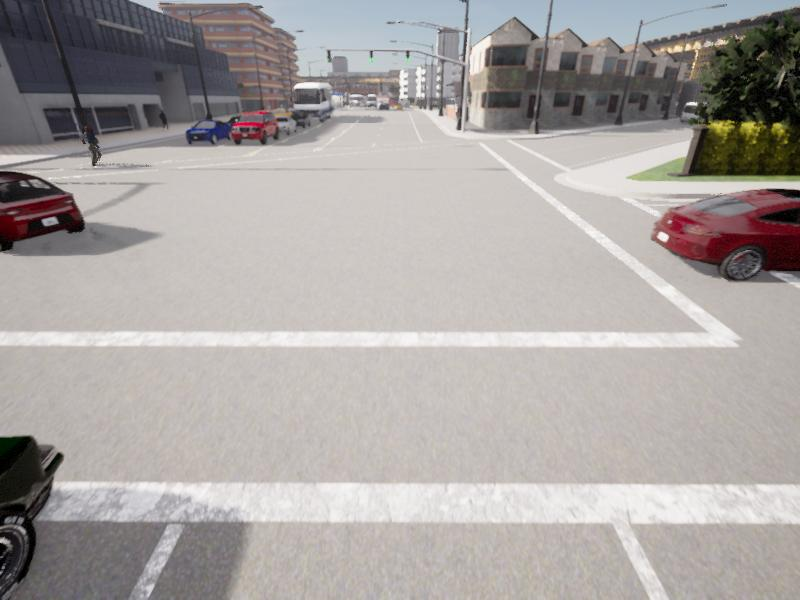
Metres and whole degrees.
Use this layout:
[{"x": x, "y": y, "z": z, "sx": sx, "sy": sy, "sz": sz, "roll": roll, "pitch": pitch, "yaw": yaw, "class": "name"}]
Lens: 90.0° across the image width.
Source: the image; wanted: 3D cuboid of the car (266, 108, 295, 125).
[{"x": -14.159, "y": -21.916, "z": 47.591, "sx": 1.882, "sy": 1.535, "sz": 5.008, "roll": 0, "pitch": 28, "yaw": 0, "class": "car"}]

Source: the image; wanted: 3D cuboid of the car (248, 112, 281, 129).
[{"x": -14.126, "y": -18.852, "z": 42.021, "sx": 1.994, "sy": 1.385, "sz": 4.181, "roll": 1, "pitch": 28, "yaw": 1, "class": "car"}]

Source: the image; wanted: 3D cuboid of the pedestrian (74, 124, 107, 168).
[{"x": -14.716, "y": -7.362, "z": 19.083, "sx": 0.751, "sy": 1.860, "sz": 0.751, "roll": -16, "pitch": 31, "yaw": -29, "class": "pedestrian"}]

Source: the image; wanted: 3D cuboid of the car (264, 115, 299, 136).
[{"x": -10.621, "y": -15.874, "z": 36.267, "sx": 1.812, "sy": 1.442, "sz": 4.674, "roll": 0, "pitch": 28, "yaw": 0, "class": "car"}]

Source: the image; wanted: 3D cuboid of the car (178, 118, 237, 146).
[{"x": -14.107, "y": -12.569, "z": 29.718, "sx": 1.882, "sy": 1.535, "sz": 5.008, "roll": 0, "pitch": 27, "yaw": 0, "class": "car"}]

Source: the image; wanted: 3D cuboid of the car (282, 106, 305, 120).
[{"x": -14.194, "y": -25.088, "z": 53.568, "sx": 1.812, "sy": 1.442, "sz": 4.674, "roll": 0, "pitch": 28, "yaw": 0, "class": "car"}]

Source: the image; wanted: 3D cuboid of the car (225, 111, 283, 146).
[{"x": -10.599, "y": -12.812, "z": 29.630, "sx": 2.150, "sy": 2.045, "sz": 5.566, "roll": 0, "pitch": 27, "yaw": 0, "class": "car"}]

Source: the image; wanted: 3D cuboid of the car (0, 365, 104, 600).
[{"x": -3.506, "y": 2.121, "z": 1.066, "sx": 1.895, "sy": 1.301, "sz": 4.718, "roll": 0, "pitch": 27, "yaw": 0, "class": "car"}]

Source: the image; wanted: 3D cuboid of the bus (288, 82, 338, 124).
[{"x": -10.550, "y": -24.792, "z": 50.058, "sx": 3.944, "sy": 4.253, "sz": 10.273, "roll": 0, "pitch": 29, "yaw": 0, "class": "bus"}]

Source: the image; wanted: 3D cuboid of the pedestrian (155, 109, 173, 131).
[{"x": -21.477, "y": -16.398, "z": 36.455, "sx": 0.751, "sy": 1.860, "sz": 0.751, "roll": 0, "pitch": 27, "yaw": 1, "class": "pedestrian"}]

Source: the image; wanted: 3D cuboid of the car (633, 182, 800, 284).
[{"x": 7.457, "y": -1.331, "z": 7.645, "sx": 4.674, "sy": 1.442, "sz": 1.812, "roll": 2, "pitch": 27, "yaw": 4, "class": "car"}]

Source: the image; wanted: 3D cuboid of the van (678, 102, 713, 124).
[{"x": 39.906, "y": -25.288, "z": 53.977, "sx": 5.915, "sy": 2.561, "sz": 1.988, "roll": -23, "pitch": 35, "yaw": -38, "class": "van"}]

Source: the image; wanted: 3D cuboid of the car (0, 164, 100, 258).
[{"x": -9.690, "y": -2.279, "z": 9.517, "sx": 4.193, "sy": 1.474, "sz": 1.816, "roll": 10, "pitch": 29, "yaw": 20, "class": "car"}]

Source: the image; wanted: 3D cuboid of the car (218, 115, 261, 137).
[{"x": -14.120, "y": -15.502, "z": 35.502, "sx": 1.837, "sy": 1.490, "sz": 4.892, "roll": 0, "pitch": 27, "yaw": 0, "class": "car"}]

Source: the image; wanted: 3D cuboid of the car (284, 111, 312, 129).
[{"x": -10.640, "y": -18.940, "z": 42.075, "sx": 1.816, "sy": 1.474, "sz": 4.193, "roll": 0, "pitch": 28, "yaw": 0, "class": "car"}]
